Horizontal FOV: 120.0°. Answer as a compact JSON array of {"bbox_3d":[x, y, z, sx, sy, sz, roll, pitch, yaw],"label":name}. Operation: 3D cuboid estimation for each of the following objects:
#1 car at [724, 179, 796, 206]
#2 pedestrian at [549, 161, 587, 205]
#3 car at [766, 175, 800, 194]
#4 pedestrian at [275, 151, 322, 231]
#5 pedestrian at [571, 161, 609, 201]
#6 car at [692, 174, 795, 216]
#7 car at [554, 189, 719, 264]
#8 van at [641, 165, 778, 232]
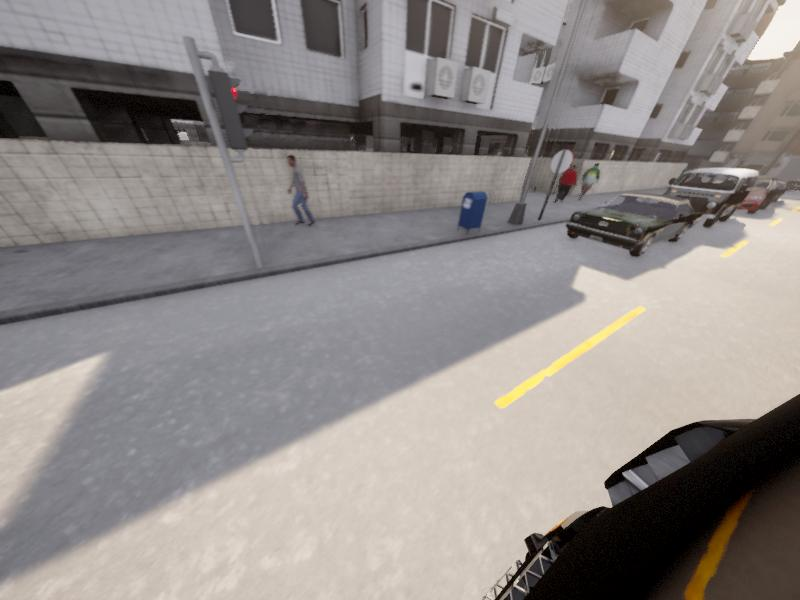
[{"bbox_3d":[25.304,-7.645,16.234,4.718,1.301,1.895,-16,38,-26],"label":"car"},{"bbox_3d":[8.327,-5.831,11.505,0.751,1.860,0.751,-23,41,-34],"label":"pedestrian"},{"bbox_3d":[41.068,-11.493,23.124,5.357,1.411,2.033,0,33,-4],"label":"car"},{"bbox_3d":[-2.753,-2.968,6.360,0.751,1.860,0.751,-16,38,-26],"label":"pedestrian"},{"bbox_3d":[10.318,-6.474,12.624,0.751,1.860,0.751,-18,38,-28],"label":"pedestrian"},{"bbox_3d":[19.593,-6.149,13.210,4.611,1.667,2.242,-16,38,-26],"label":"car"},{"bbox_3d":[7.291,-2.493,7.117,4.718,1.301,1.895,-16,38,-26],"label":"car"},{"bbox_3d":[13.085,-4.452,9.830,4.480,2.038,2.069,-16,38,-26],"label":"van"}]
